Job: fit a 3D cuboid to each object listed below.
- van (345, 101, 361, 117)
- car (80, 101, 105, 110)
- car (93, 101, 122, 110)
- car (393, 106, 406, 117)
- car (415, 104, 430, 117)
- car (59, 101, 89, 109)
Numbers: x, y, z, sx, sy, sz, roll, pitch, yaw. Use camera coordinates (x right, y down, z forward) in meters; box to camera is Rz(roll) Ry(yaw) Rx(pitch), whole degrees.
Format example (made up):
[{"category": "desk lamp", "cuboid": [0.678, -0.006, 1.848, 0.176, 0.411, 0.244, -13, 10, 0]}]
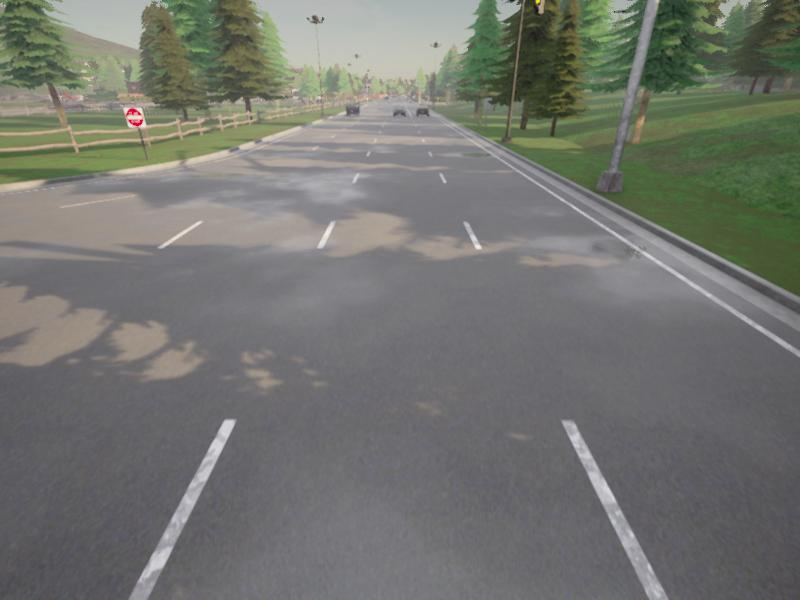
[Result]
[{"category": "van", "cuboid": [-7.070, -28.950, 60.560, 1.775, 1.987, 4.442, 0, 27, 0]}, {"category": "car", "cuboid": [-64.730, -41.070, 84.245, 1.851, 1.617, 3.988, 0, 27, 0]}, {"category": "car", "cuboid": [-61.228, -40.815, 83.903, 2.033, 1.411, 5.357, 0, 27, 0]}, {"category": "car", "cuboid": [-0.071, -28.846, 61.150, 1.895, 1.301, 4.718, 0, 27, 0]}, {"category": "car", "cuboid": [3.429, -29.367, 61.818, 1.930, 1.638, 5.238, 0, 27, 0]}, {"category": "car", "cuboid": [-68.225, -40.836, 83.827, 2.163, 1.488, 4.792, 0, 27, 0]}]
